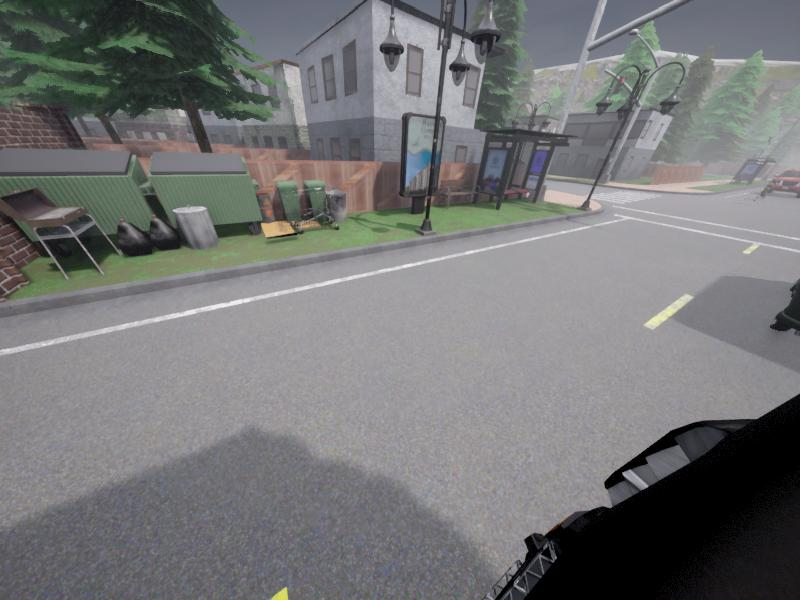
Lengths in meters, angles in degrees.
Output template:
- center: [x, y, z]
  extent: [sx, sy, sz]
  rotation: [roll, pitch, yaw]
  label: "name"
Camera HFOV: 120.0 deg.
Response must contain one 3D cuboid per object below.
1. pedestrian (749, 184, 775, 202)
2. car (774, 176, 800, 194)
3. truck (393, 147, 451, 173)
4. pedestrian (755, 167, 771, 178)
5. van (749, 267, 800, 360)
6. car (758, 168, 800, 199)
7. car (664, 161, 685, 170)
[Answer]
- center: [25.137, -7.439, 16.052]
  extent: [0.500, 1.100, 0.500]
  rotation: [-21, 40, -31]
  label: "pedestrian"
- center: [41.472, -12.004, 23.990]
  extent: [4.181, 1.385, 1.994]
  rotation: [-16, 38, -26]
  label: "car"
- center: [2.356, -16.238, 26.648]
  extent: [6.274, 2.098, 2.390]
  rotation: [29, 41, 33]
  label: "truck"
- center: [70.187, -24.622, 44.696]
  extent: [0.751, 1.860, 0.751]
  rotation: [-24, 42, -34]
  label: "pedestrian"
- center: [7.633, -0.341, 3.256]
  extent: [4.442, 1.987, 1.775]
  rotation: [-16, 38, -26]
  label: "van"
- center: [34.579, -10.310, 20.293]
  extent: [5.566, 2.045, 2.150]
  rotation: [-16, 38, -26]
  label: "car"
- center: [70.483, -34.397, 59.221]
  extent: [4.605, 1.855, 1.932]
  rotation: [-17, 38, -27]
  label: "car"
